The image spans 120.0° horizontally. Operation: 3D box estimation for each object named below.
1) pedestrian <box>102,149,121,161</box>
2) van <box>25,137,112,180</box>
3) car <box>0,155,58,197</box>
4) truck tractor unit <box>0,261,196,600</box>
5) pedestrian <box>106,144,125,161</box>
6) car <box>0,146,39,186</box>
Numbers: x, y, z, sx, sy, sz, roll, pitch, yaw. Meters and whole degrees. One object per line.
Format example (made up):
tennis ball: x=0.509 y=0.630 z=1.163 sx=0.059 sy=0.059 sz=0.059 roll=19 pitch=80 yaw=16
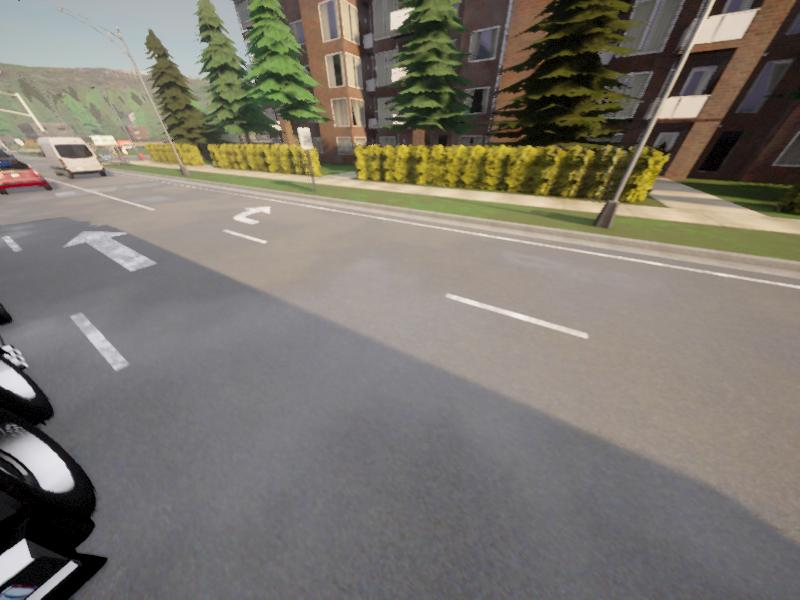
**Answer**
pedestrian: x=-36.587 y=-18.367 z=29.290 sx=0.751 sy=1.300 sz=0.751 roll=9 pitch=36 yaw=13
van: x=-25.489 y=-10.972 z=17.784 sx=5.915 sy=2.561 sz=1.988 roll=18 pitch=39 yaw=25
car: x=-21.565 y=-6.963 z=12.799 sx=3.988 sy=1.617 sz=1.851 roll=18 pitch=39 yaw=25
truck tractor unit: x=-5.109 y=-0.302 z=0.788 sx=6.516 sy=4.208 sz=3.053 roll=18 pitch=39 yaw=24
pedestrian: x=-36.666 y=-19.054 z=29.788 sx=0.751 sy=1.860 sz=0.751 roll=27 pitch=43 yaw=33
car: x=-27.712 y=-9.184 z=15.662 sx=5.566 sy=2.045 sz=2.150 roll=18 pitch=39 yaw=25
